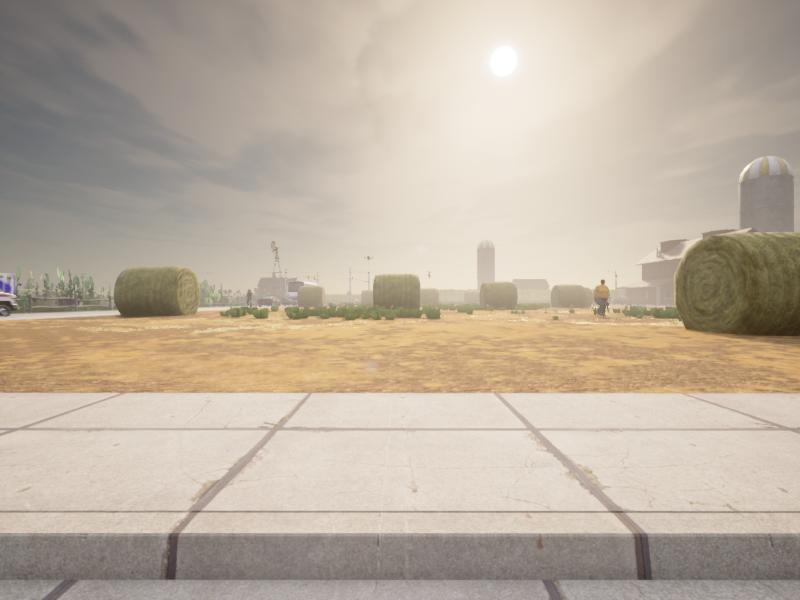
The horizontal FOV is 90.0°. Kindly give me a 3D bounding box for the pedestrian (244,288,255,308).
[{"bbox_3d":[-14.376,-0.160,38.152,0.751,1.860,0.751,0,0,7],"label":"pedestrian"}]

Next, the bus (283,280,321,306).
[{"bbox_3d":[-17.491,-1.186,72.674,3.944,4.253,10.273,0,0,3],"label":"bus"}]

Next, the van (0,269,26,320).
[{"bbox_3d":[-20.440,-0.273,17.168,2.351,2.431,6.366,0,0,7],"label":"van"}]

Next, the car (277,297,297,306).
[{"bbox_3d":[-17.830,0.206,63.155,1.816,1.474,4.193,0,0,3],"label":"car"}]

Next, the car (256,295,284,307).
[{"bbox_3d":[-18.168,0.123,56.124,1.930,1.638,5.238,0,0,3],"label":"car"}]

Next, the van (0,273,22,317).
[{"bbox_3d":[-23.397,-0.275,20.202,2.351,2.431,6.366,0,0,3],"label":"van"}]

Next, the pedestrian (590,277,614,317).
[{"bbox_3d":[9.449,-0.137,18.733,0.751,1.860,0.751,0,0,-3],"label":"pedestrian"}]

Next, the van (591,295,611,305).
[{"bbox_3d":[39.266,0.002,78.275,1.775,1.987,4.442,0,0,-1],"label":"van"}]
